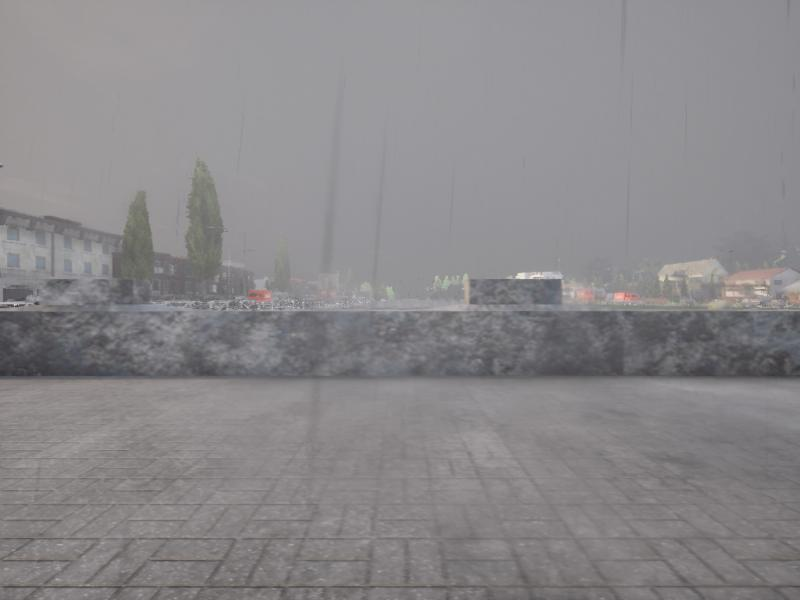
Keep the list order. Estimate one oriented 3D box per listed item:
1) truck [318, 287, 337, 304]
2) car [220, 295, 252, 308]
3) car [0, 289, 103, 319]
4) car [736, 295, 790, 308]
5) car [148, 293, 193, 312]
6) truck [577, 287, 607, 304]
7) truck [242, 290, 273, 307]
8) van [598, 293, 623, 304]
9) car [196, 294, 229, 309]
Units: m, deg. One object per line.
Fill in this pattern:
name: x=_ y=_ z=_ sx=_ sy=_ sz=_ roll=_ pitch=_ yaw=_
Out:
truck: x=-16.971 y=-0.911 z=93.707 sx=2.891 sy=3.827 sz=8.468 roll=0 pitch=0 yaw=0
car: x=-20.993 y=0.188 z=51.533 sx=1.930 sy=1.638 sz=5.238 roll=0 pitch=0 yaw=0
car: x=-21.003 y=0.198 z=24.323 sx=2.152 sy=1.651 sz=5.027 roll=0 pitch=0 yaw=0
car: x=44.665 y=0.188 z=49.400 sx=2.038 sy=1.542 sz=4.974 roll=0 pitch=0 yaw=0
car: x=-21.003 y=0.206 z=36.767 sx=1.851 sy=1.617 sz=3.988 roll=0 pitch=0 yaw=0
truck: x=44.694 y=-0.962 z=93.484 sx=2.891 sy=3.827 sz=8.468 roll=0 pitch=0 yaw=0
truck: x=-20.990 y=-0.229 z=59.227 sx=2.627 sy=2.467 sz=5.204 roll=0 pitch=0 yaw=0
van: x=48.701 y=-0.268 z=92.703 sx=2.351 sy=2.431 sz=6.366 roll=0 pitch=0 yaw=0
car: x=-20.999 y=0.205 z=44.888 sx=1.851 sy=1.617 sz=3.988 roll=0 pitch=0 yaw=0
